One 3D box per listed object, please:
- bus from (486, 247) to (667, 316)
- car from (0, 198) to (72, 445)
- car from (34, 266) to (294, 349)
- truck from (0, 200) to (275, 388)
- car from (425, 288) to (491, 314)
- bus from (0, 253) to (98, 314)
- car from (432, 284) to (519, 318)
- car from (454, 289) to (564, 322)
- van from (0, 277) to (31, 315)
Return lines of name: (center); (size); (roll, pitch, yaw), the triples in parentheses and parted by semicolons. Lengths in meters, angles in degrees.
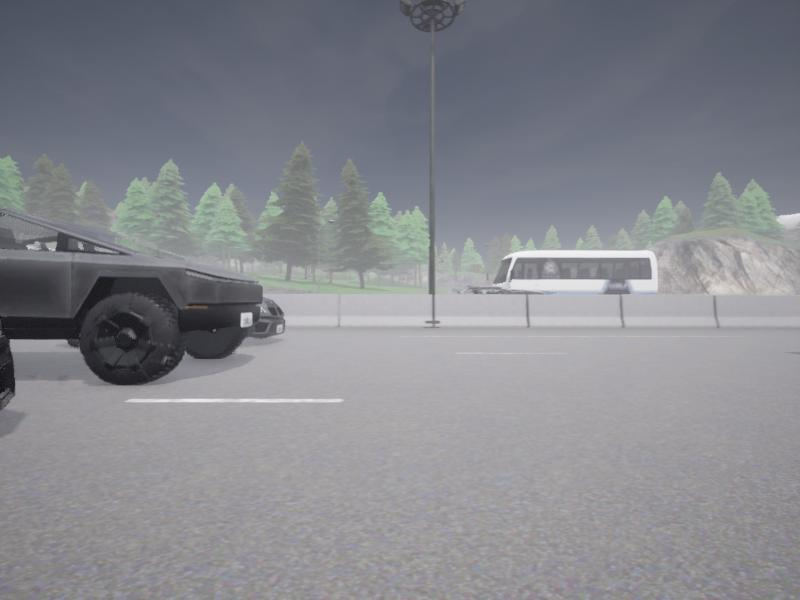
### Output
bus: (11.293, -1.118, 26.605); (10.273, 4.253, 3.944); (0, 0, 0)
car: (-4.996, 0.148, 2.152); (4.611, 1.667, 2.242); (0, 0, 0)
car: (-5.037, 0.148, 9.152); (4.611, 1.667, 2.242); (0, 0, 0)
truck: (-5.279, -0.066, 5.650); (6.274, 2.098, 2.390); (0, 0, 0)
car: (4.300, 0.060, 30.194); (4.605, 1.855, 1.932); (1, 0, 0)
bus: (-29.223, -1.184, 29.921); (10.273, 4.253, 3.944); (0, 0, 0)
car: (4.277, 0.061, 23.193); (4.605, 1.855, 1.932); (1, 0, 0)
car: (5.253, 0.253, 19.698); (4.892, 1.490, 1.837); (1, 0, 0)
van: (-28.770, -0.270, 26.545); (6.366, 2.431, 2.351); (0, 0, 0)
